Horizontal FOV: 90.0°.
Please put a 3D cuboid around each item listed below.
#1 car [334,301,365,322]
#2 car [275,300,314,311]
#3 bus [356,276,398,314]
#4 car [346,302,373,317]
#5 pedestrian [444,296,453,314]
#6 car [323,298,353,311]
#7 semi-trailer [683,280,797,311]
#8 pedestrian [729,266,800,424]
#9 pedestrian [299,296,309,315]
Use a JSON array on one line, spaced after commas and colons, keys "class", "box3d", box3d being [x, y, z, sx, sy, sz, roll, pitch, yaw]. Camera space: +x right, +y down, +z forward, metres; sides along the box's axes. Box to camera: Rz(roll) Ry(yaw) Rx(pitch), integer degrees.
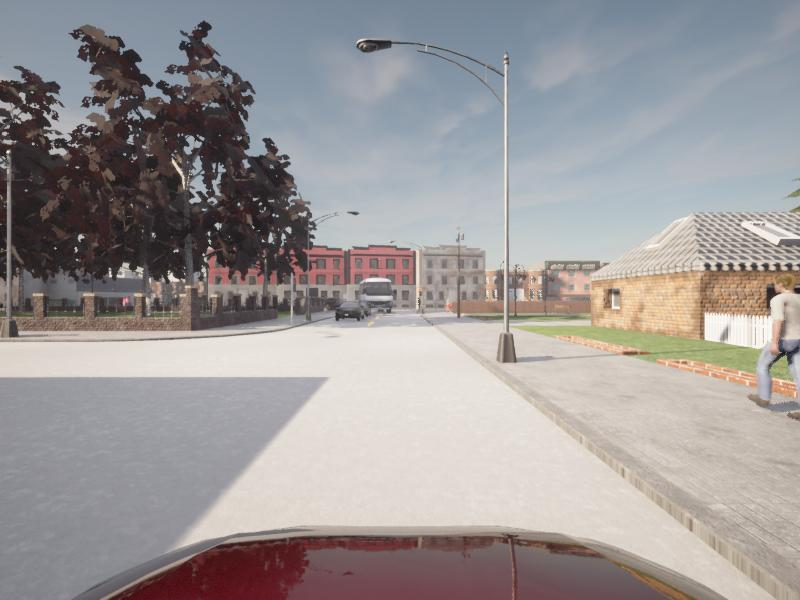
[{"class": "car", "box3d": [-3.937, 0.823, 32.015, 1.882, 1.535, 5.008, 0, 0, 0]}, {"class": "car", "box3d": [-15.320, 0.771, 58.379, 5.238, 1.638, 1.930, 0, 0, 0]}, {"class": "bus", "box3d": [-3.123, -0.534, 50.402, 3.944, 4.253, 10.273, 0, 0, -11]}, {"class": "car", "box3d": [-3.869, 0.895, 39.441, 2.033, 1.411, 5.357, 0, 0, 1]}, {"class": "pedestrian", "box3d": [5.238, 0.525, 43.315, 0.751, 1.860, 0.751, 0, 0, -5]}, {"class": "car", "box3d": [-8.933, 0.646, 57.914, 3.866, 1.878, 1.905, 0, 0, 11]}, {"class": "semi-trailer", "box3d": [49.423, -0.618, 58.341, 14.254, 4.402, 2.717, 0, 0, 0]}, {"class": "pedestrian", "box3d": [4.871, 0.533, 5.085, 0.751, 1.860, 0.751, 0, 0, -1]}, {"class": "pedestrian", "box3d": [-9.213, 0.533, 38.433, 0.751, 1.860, 0.751, 0, 0, 0]}]
